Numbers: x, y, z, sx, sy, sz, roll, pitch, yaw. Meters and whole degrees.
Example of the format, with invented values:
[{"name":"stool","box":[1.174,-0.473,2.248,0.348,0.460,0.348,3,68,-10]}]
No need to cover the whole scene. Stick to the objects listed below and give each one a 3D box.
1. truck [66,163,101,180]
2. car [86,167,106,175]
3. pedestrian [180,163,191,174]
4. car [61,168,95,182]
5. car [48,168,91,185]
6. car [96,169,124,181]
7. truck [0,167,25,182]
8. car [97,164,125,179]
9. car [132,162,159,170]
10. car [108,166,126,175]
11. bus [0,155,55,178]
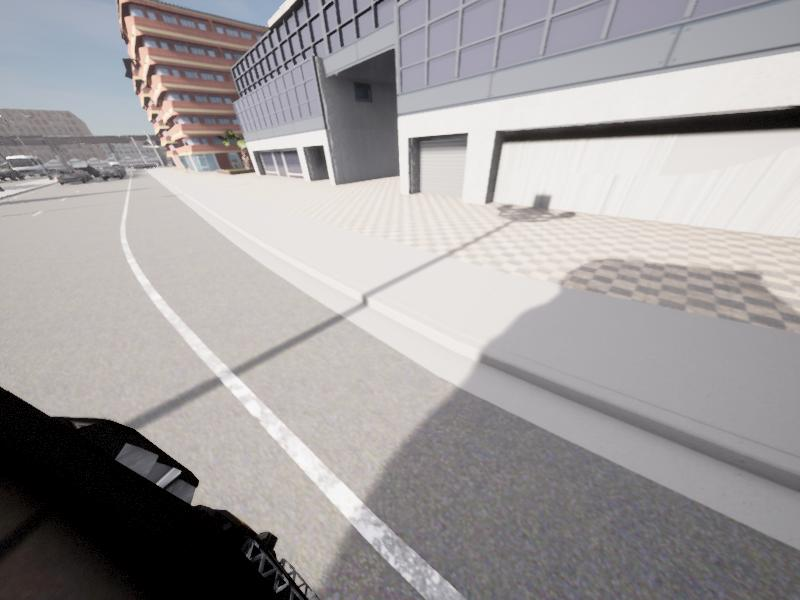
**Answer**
[{"name":"truck","box":[-54.144,-22.146,39.682,2.390,2.098,6.274,-30,42,-35]},{"name":"car","box":[-65.907,-27.970,50.104,1.895,1.301,4.718,-30,42,-35]},{"name":"pedestrian","box":[-32.838,-20.153,35.378,0.751,1.300,0.751,27,44,37]},{"name":"car","box":[-47.980,-18.693,34.513,2.038,1.542,4.974,-30,42,-35]},{"name":"car","box":[-43.199,-16.254,30.330,2.242,1.667,4.611,-30,42,-35]},{"name":"car","box":[-41.929,-18.187,33.489,1.895,1.301,4.718,-30,42,-35]},{"name":"truck","box":[-74.044,-23.511,43.298,2.390,2.098,6.274,-30,42,-35]},{"name":"car","box":[-46.792,-20.928,37.550,2.097,1.767,4.553,-30,42,-35]},{"name":"car","box":[-72.009,-37.878,65.394,2.128,1.511,4.902,27,44,37]},{"name":"car","box":[-58.097,-26.638,47.485,1.895,1.301,4.718,-30,42,-35]},{"name":"bus","box":[-88.371,-31.966,55.213,3.944,4.253,10.273,-30,42,-35]}]
